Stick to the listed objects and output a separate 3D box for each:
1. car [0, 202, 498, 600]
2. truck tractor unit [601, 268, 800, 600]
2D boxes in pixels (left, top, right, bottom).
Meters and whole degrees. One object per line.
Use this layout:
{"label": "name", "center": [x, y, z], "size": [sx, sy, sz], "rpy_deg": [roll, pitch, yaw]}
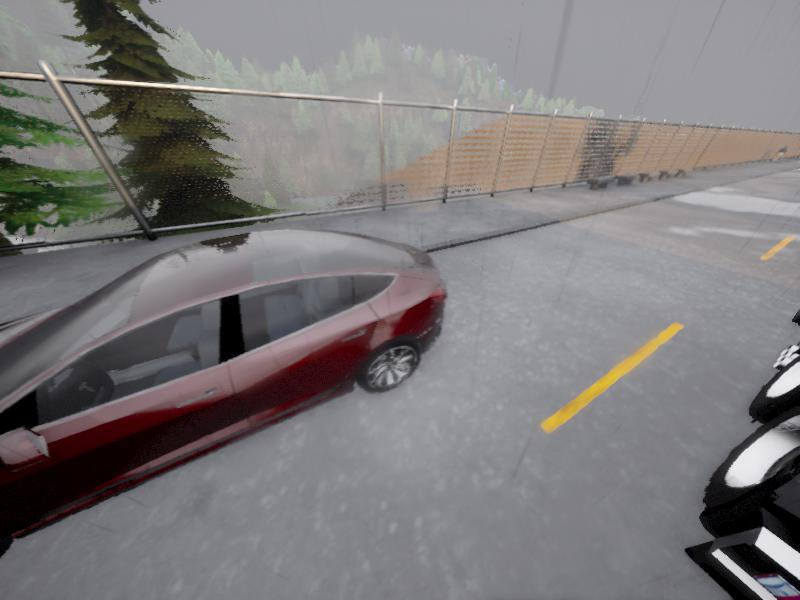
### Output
{"label": "car", "center": [-1.769, 0.295, 2.267], "size": [4.792, 1.488, 2.163], "rpy_deg": [-17, 38, -23]}
{"label": "truck tractor unit", "center": [5.117, -0.294, 0.775], "size": [6.516, 4.208, 3.053], "rpy_deg": [-18, 39, -24]}
